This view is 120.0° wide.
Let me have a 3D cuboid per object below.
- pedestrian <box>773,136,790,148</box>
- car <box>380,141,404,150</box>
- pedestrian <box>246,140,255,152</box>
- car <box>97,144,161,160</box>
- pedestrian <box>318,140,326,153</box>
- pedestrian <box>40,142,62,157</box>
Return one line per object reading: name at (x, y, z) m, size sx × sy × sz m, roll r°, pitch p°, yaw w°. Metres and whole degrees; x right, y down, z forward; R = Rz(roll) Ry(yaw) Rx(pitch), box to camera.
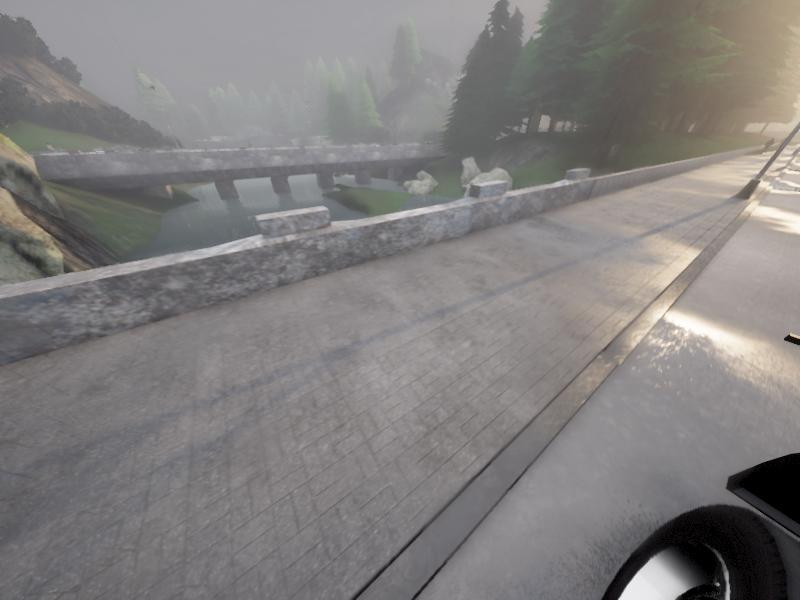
pedestrian at (73.370, -30.340, 44.422) m, size 0.751 × 1.860 × 0.751 m, roll -16°, pitch 38°, yaw -20°
car at (-1.814, -33.932, 50.709) m, size 5.008 × 1.535 × 1.882 m, roll -21°, pitch 40°, yaw -27°
pedestrian at (-28.926, -29.840, 44.652) m, size 0.751 × 1.860 × 0.751 m, roll -20°, pitch 40°, yaw -26°
car at (-36.632, -20.211, 31.480) m, size 5.238 × 1.638 × 1.930 m, roll -22°, pitch 40°, yaw -27°
pedestrian at (-13.217, -26.010, 39.076) m, size 0.751 × 1.860 × 0.751 m, roll -22°, pitch 40°, yaw -27°
pedestrian at (-50.021, -21.583, 33.136) m, size 0.751 × 1.860 × 0.751 m, roll -20°, pitch 40°, yaw -25°
